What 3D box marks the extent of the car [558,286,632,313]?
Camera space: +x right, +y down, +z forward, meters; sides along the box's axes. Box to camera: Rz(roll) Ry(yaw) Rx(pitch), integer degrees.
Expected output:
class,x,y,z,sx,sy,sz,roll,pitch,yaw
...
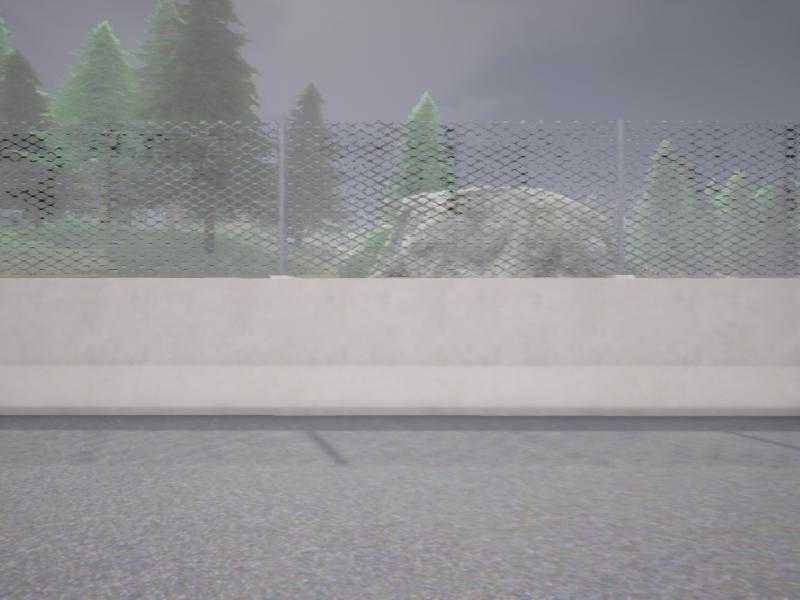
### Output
class,x,y,z,sx,sy,sz,roll,pitch,yaw
car,16.033,-0.029,33.294,2.150,2.045,5.566,0,0,-22
